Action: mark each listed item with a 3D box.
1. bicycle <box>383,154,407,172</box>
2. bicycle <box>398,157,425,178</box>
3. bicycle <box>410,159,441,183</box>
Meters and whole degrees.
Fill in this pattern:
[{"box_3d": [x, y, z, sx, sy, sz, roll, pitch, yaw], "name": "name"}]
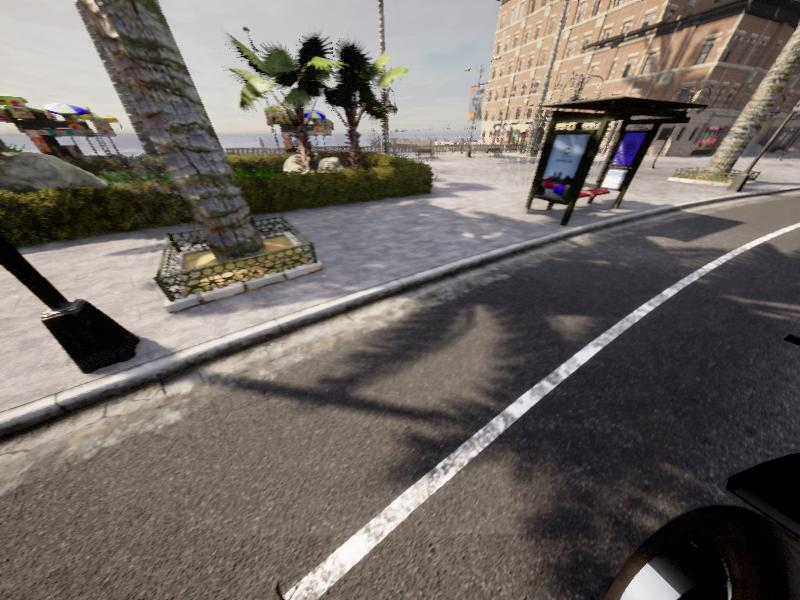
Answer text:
[{"box_3d": [-0.324, -9.851, 16.568, 1.643, 1.024, 0.373, -12, 37, -16], "name": "bicycle"}, {"box_3d": [0.707, -8.205, 14.258, 1.643, 1.024, 0.373, -12, 37, -16], "name": "bicycle"}, {"box_3d": [1.395, -7.108, 12.718, 1.643, 1.024, 0.373, -12, 37, -16], "name": "bicycle"}]
